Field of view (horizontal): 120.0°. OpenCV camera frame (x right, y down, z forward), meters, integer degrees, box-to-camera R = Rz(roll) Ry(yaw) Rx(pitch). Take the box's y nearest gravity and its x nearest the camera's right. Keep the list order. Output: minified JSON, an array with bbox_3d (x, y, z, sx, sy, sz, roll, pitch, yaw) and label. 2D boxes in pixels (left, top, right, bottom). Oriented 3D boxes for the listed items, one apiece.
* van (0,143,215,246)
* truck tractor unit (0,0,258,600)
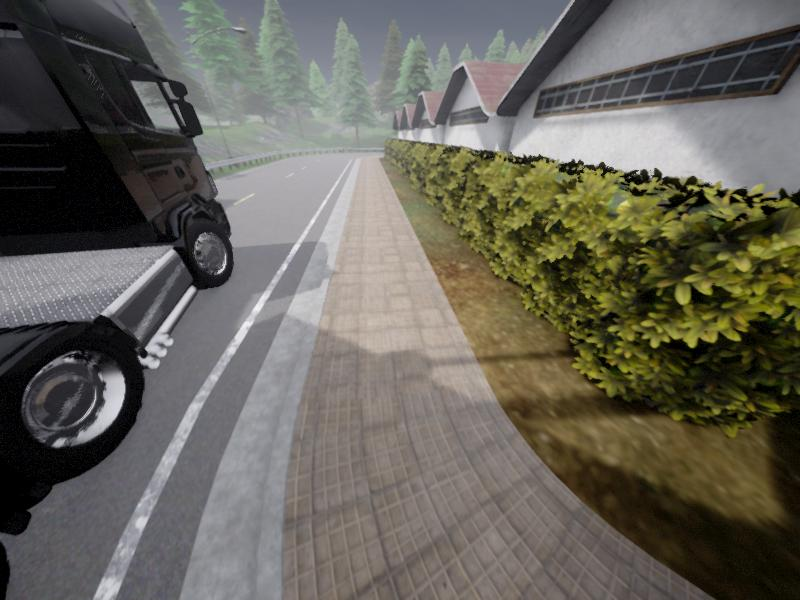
[{"bbox_3d":[-8.154,-3.454,6.974,1.775,1.987,4.442,-3,36,-6],"label":"van"},{"bbox_3d":[-3.951,-0.829,1.479,3.053,4.208,6.516,-8,37,-14],"label":"truck tractor unit"}]
